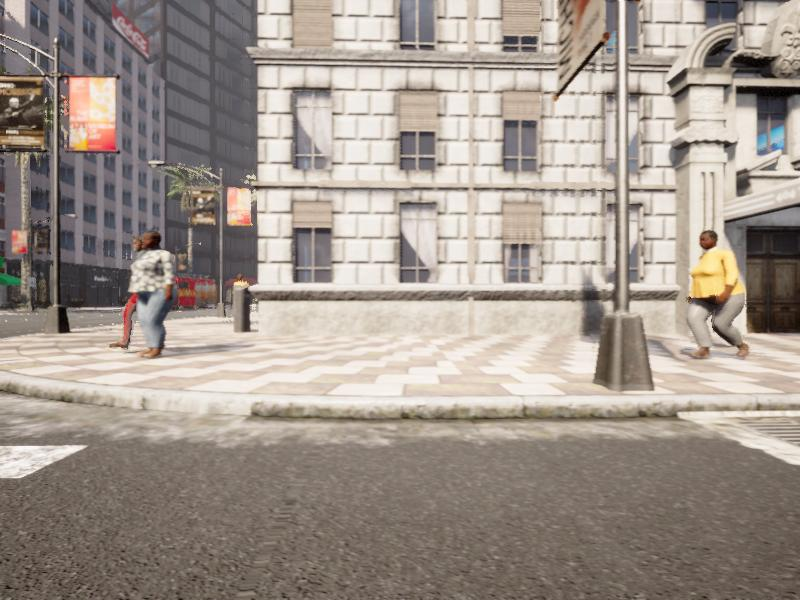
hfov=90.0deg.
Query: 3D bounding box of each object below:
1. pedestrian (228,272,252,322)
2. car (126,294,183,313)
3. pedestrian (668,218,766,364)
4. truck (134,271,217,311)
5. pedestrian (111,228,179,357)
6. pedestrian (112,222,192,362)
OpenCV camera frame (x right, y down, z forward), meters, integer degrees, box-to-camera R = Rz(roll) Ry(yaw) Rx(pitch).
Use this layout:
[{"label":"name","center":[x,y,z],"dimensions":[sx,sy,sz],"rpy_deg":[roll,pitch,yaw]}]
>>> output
[{"label":"pedestrian","center":[-6.155,-0.104,15.396],"dimensions":[0.751,1.860,0.751],"rpy_deg":[0,0,-12]},{"label":"car","center":[-21.075,0.262,34.557],"dimensions":[2.007,1.525,4.514],"rpy_deg":[0,0,2]},{"label":"pedestrian","center":[4.331,-0.119,5.515],"dimensions":[0.751,1.860,0.751],"rpy_deg":[0,0,-7]},{"label":"truck","center":[-23.731,-0.882,43.000],"dimensions":[2.891,3.827,8.468],"rpy_deg":[0,0,12]},{"label":"pedestrian","center":[-4.041,-0.109,6.334],"dimensions":[0.751,1.860,0.751],"rpy_deg":[0,0,44]},{"label":"pedestrian","center":[-3.619,-0.109,5.856],"dimensions":[0.751,1.860,0.751],"rpy_deg":[0,0,34]}]
